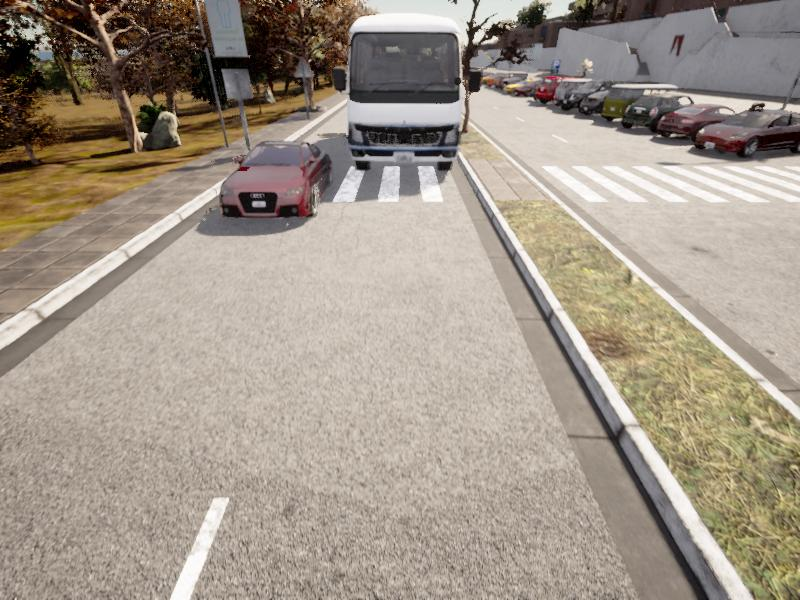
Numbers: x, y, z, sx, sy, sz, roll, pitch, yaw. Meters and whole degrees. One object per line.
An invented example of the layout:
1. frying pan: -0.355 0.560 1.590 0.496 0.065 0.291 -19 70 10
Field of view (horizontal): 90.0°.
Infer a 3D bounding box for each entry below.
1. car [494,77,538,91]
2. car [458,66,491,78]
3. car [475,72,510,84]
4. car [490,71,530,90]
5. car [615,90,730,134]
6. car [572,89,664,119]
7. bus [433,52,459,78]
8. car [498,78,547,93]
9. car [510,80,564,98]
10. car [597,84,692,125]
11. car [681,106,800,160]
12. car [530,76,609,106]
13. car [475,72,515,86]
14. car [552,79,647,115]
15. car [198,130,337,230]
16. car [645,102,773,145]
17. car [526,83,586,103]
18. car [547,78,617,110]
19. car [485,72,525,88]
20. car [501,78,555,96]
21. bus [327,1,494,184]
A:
1. car: 14.159 -26.443 48.970 4.674 1.452 2.002 -10 33 -17
2. car: 14.351 -43.779 76.847 5.566 2.045 2.435 -10 33 -17
3. car: 14.262 -34.228 61.712 4.792 1.488 2.163 -10 33 -17
4. car: 14.074 -28.191 51.340 4.442 1.987 1.878 -10 33 -17
5. car: 13.980 -9.773 20.680 4.553 1.767 2.185 -10 32 -17
6. car: 14.030 -12.708 25.885 4.892 1.521 2.231 -10 32 -17
7. bus: 9.158 -47.632 81.054 3.944 4.253 10.273 0 31 0
8. car: 14.177 -24.912 46.422 4.792 1.488 2.163 -10 33 -17
9. car: 14.094 -21.825 41.282 4.792 1.488 2.163 -10 33 -17
10. car: 14.134 -11.404 23.240 4.442 1.987 1.878 -10 32 -17
11. car: 13.954 -6.587 15.604 4.792 1.488 2.163 -10 33 -17
12. car: 14.109 -17.494 33.469 5.566 2.045 2.435 -10 32 -17
13. car: 14.048 -32.659 59.083 5.366 1.575 1.946 -10 33 -17
14. car: 14.029 -14.438 28.310 5.566 2.045 2.435 -10 33 -17
15. car: -2.899 -3.142 9.869 1.994 1.385 4.181 0 31 0
16. car: 13.989 -8.115 18.207 4.674 1.452 2.002 -10 32 -17
17. car: 14.090 -18.763 36.172 4.674 1.452 2.002 -10 32 -17
18. car: 13.960 -15.922 30.864 4.442 1.987 1.878 -10 33 -17
19. car: 14.166 -29.680 53.977 4.553 1.767 2.185 -10 33 -17
20. car: 13.964 -23.361 43.774 5.366 1.575 1.946 -10 33 -17
21. bus: 0.269 -7.828 14.961 3.944 4.253 10.273 0 30 0
